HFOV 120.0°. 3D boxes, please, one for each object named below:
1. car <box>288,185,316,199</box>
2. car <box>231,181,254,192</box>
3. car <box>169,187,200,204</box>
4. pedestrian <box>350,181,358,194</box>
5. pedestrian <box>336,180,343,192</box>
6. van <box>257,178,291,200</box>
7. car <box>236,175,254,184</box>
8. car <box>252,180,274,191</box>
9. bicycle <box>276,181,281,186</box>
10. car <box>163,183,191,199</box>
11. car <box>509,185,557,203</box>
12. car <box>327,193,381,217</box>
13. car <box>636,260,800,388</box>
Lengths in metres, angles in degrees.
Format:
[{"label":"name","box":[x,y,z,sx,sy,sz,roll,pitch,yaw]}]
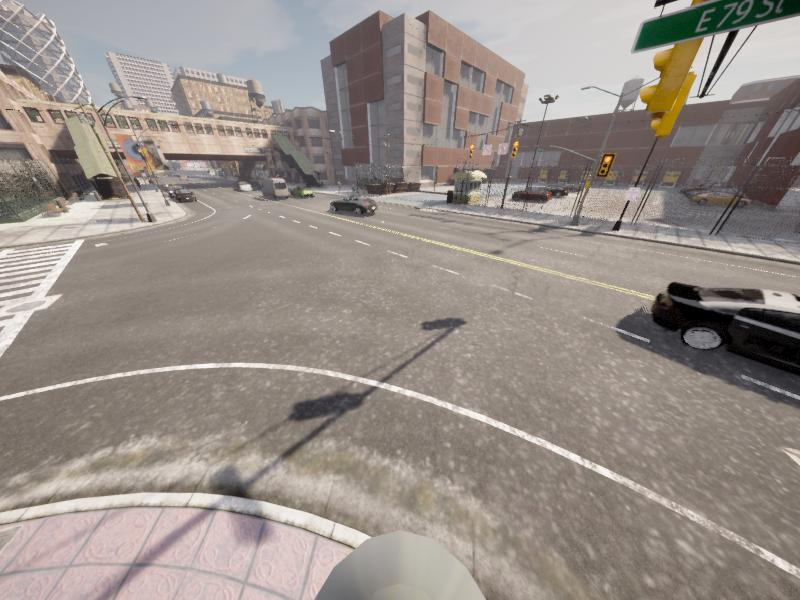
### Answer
[{"label":"car","box":[-14.988,-16.544,35.201,2.007,1.525,4.514,-26,39,-37]},{"label":"car","box":[-30.073,-21.723,44.094,2.242,1.667,4.611,-26,39,-37]},{"label":"car","box":[-28.751,-14.010,30.735,2.097,1.535,5.008,-27,39,-38]},{"label":"pedestrian","box":[-7.368,-17.821,36.660,0.751,1.860,0.751,22,37,33]},{"label":"pedestrian","box":[-10.389,-19.607,39.753,0.751,1.860,0.751,23,37,34]},{"label":"van","box":[-18.358,-16.244,33.569,1.988,2.561,5.915,-26,39,-37]},{"label":"car","box":[-42.132,-32.797,62.773,2.435,2.045,5.566,-27,39,-38]},{"label":"car","box":[-27.117,-22.765,45.789,2.033,1.649,4.856,-26,39,-37]},{"label":"bicycle","box":[-27.647,-26.484,52.524,1.643,1.024,0.373,27,29,38]},{"label":"car","box":[-33.366,-16.355,34.546,2.185,1.767,4.553,-27,39,-38]},{"label":"car","box":[17.025,-13.733,29.804,2.185,1.767,4.553,-27,39,-38]},{"label":"car","box":[-4.503,-9.405,22.673,5.027,1.651,2.152,18,35,29]},{"label":"car","box":[9.111,0.825,4.934,1.930,1.638,5.238,-23,37,-34]}]
